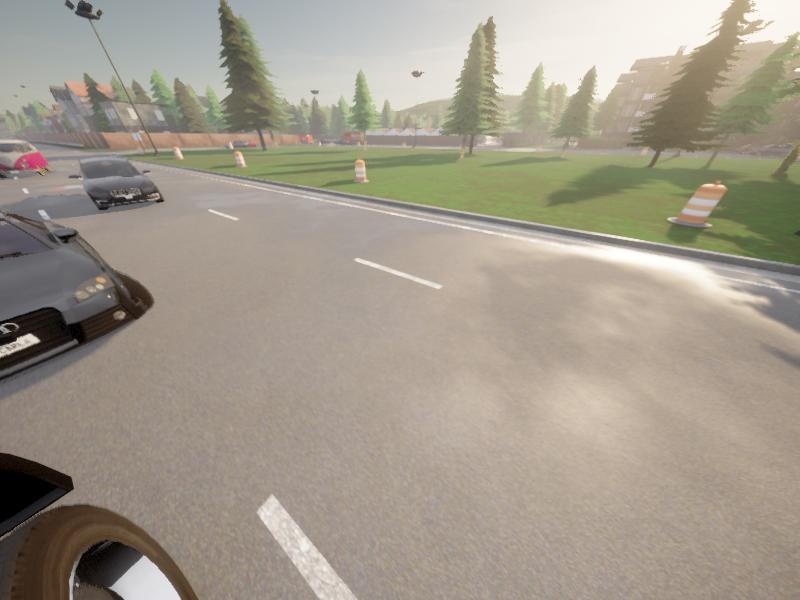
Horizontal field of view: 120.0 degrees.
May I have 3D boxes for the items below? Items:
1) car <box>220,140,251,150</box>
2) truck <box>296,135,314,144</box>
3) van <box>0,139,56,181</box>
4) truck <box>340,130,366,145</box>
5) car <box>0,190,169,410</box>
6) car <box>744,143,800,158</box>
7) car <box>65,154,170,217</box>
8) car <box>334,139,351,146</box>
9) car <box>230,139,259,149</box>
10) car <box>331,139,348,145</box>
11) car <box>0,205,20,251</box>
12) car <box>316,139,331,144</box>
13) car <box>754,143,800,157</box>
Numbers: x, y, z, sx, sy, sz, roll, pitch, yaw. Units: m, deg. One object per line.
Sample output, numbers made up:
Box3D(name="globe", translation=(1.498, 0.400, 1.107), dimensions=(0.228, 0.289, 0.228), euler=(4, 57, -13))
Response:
Box3D(name="car", translation=(-33.876, -32.103, 47.726), dimensions=(2.007, 1.525, 4.514), euler=(18, 39, 23))
Box3D(name="truck", translation=(-32.176, -54.296, 78.185), dimensions=(5.204, 2.467, 2.627), euler=(22, 41, 27))
Box3D(name="van", translation=(-24.593, -9.032, 14.761), dimensions=(1.775, 1.987, 4.442), euler=(-29, 45, -35))
Box3D(name="truck", translation=(-15.152, -52.481, 74.559), dimensions=(8.468, 3.827, 2.891), euler=(22, 41, 27))
Box3D(name="car", translation=(-5.557, -0.318, 3.135), dimensions=(4.181, 1.385, 1.994), euler=(21, 43, 27))
Box3D(name="car", translation=(53.786, -21.631, 33.388), dimensions=(3.988, 1.617, 1.851), euler=(22, 41, 27))
Box3D(name="car", translation=(-11.449, -4.820, 9.320), dimensions=(4.892, 1.490, 1.837), euler=(28, 44, 31))
Box3D(name="car", translation=(-17.396, -47.530, 69.541), dimensions=(4.611, 1.667, 2.242), euler=(22, 41, 27))
Box3D(name="car", translation=(-34.848, -35.055, 51.817), dimensions=(2.242, 1.667, 4.611), euler=(21, 40, 27))
Box3D(name="car", translation=(-19.365, -50.686, 74.153), dimensions=(5.027, 1.651, 2.152), euler=(22, 41, 27))
Box3D(name="car", translation=(-12.074, -2.300, 5.654), dimensions=(5.027, 1.651, 2.152), euler=(22, 41, 27))
Box3D(name="car", translation=(-26.799, -55.303, 80.502), dimensions=(4.792, 1.488, 2.163), euler=(22, 41, 27))
Box3D(name="car", translation=(57.797, -22.509, 34.597), dimensions=(4.611, 1.667, 2.242), euler=(22, 41, 27))
